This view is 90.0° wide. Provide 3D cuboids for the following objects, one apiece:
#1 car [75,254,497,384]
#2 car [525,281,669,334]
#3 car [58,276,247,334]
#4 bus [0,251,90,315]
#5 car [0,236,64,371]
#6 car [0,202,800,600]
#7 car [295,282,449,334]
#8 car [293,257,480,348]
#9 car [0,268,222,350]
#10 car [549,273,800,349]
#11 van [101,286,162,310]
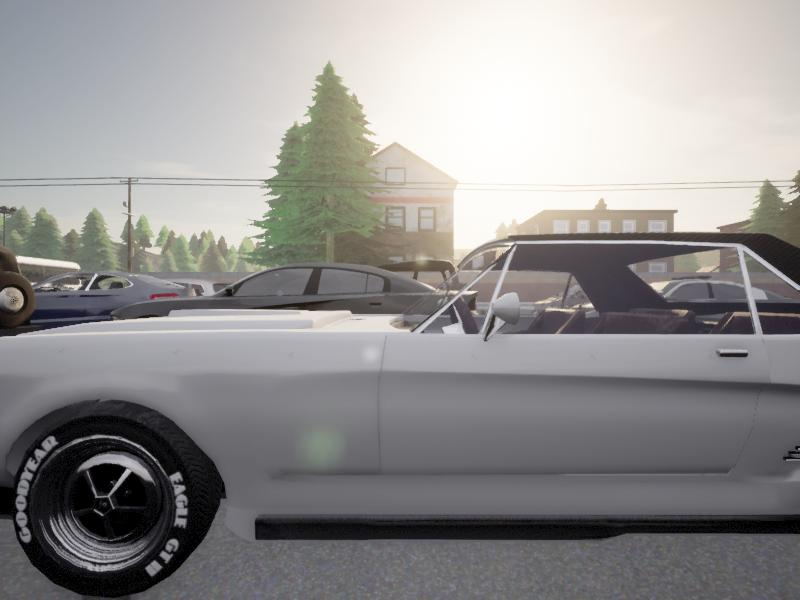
[{"bbox_3d":[-1.348,0.223,5.694,5.008,1.535,1.882,0,0,0],"label":"car"},{"bbox_3d":[6.124,0.213,12.735,3.705,1.549,1.789,0,0,0],"label":"car"},{"bbox_3d":[-7.559,0.156,12.661,4.611,1.667,2.242,0,0,-1],"label":"car"},{"bbox_3d":[-28.621,-1.133,29.278,3.944,4.253,10.273,0,0,0],"label":"bus"},{"bbox_3d":[-7.490,0.046,5.660,3.866,1.878,1.905,0,0,0],"label":"car"},{"bbox_3d":[0.559,0.344,2.203,4.718,1.301,1.895,0,0,0],"label":"car"},{"bbox_3d":[-0.816,0.228,12.696,4.514,1.525,2.007,0,0,0],"label":"car"},{"bbox_3d":[-0.280,0.046,9.200,3.866,1.878,1.905,0,0,0],"label":"car"},{"bbox_3d":[-7.069,0.181,9.172,5.027,1.651,2.152,0,0,0],"label":"car"},{"bbox_3d":[6.297,0.226,9.236,4.974,1.542,2.038,0,0,0],"label":"car"},{"bbox_3d":[-28.735,-0.222,43.225,2.351,2.431,6.366,0,0,0],"label":"van"}]
